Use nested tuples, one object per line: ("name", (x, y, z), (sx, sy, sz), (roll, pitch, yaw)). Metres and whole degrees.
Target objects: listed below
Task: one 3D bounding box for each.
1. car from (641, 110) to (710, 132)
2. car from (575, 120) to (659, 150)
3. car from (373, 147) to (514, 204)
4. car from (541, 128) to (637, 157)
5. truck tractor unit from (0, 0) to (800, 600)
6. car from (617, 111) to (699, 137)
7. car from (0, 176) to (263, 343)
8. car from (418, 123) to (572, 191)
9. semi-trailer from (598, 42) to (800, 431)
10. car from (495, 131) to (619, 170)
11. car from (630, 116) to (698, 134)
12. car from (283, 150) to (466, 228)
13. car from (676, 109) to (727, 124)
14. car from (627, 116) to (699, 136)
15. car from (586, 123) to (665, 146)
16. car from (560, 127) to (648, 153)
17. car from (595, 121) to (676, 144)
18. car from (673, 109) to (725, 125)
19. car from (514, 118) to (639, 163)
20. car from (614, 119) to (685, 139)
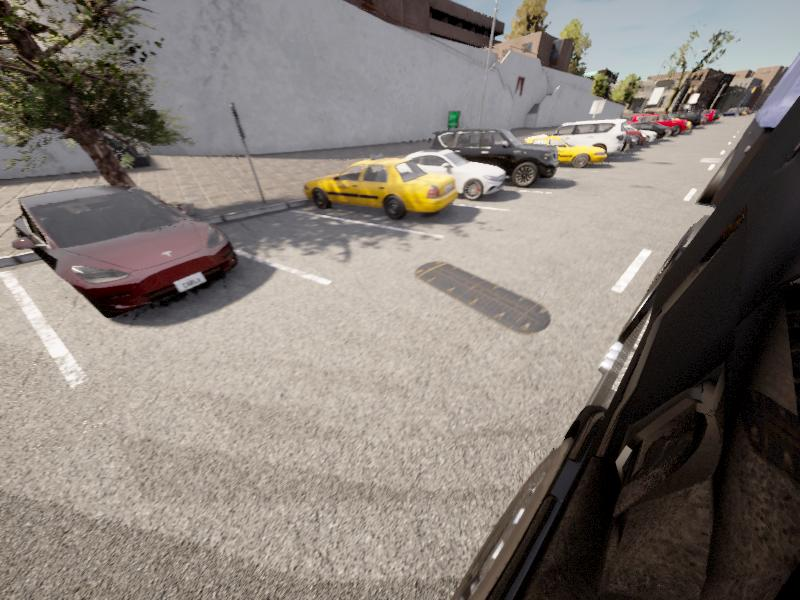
("car", (38.241, -25.046, 32.378), (5.566, 2.045, 2.435), (17, 42, 25))
("car", (17.593, -13.694, 19.191), (4.553, 1.767, 2.185), (17, 41, 25))
("car", (1.540, -4.901, 8.867), (4.674, 1.452, 2.002), (17, 40, 25))
("car", (13.004, -11.074, 16.317), (4.792, 1.488, 2.163), (17, 41, 25))
("truck tractor unit", (2.645, -0.295, 0.351), (6.516, 4.208, 3.053), (-28, 44, -30))
("car", (29.117, -20.045, 26.460), (5.566, 2.045, 2.435), (17, 41, 25))
("car", (-5.326, -1.244, 4.347), (4.792, 1.488, 2.163), (17, 40, 25))
("car", (3.858, -6.351, 10.181), (5.566, 2.045, 2.435), (17, 40, 25))
("semi-trailer", (8.698, -3.600, 4.237), (14.254, 4.402, 2.717), (-28, 44, -30))
("car", (8.595, -8.570, 13.241), (5.366, 1.575, 1.946), (17, 41, 25))
("car", (33.530, -22.397, 29.641), (5.366, 1.575, 1.946), (17, 42, 25))
("car", (-0.920, -3.758, 7.414), (5.366, 1.575, 1.946), (17, 41, 25))
("car", (61.298, -37.400, 47.190), (5.566, 2.045, 2.435), (17, 41, 26))
("car", (31.561, -21.055, 28.011), (5.366, 1.575, 1.946), (17, 41, 25))
("car", (19.922, -14.804, 20.753), (4.674, 1.452, 2.002), (17, 41, 25))
("car", (15.333, -12.305, 17.803), (4.674, 1.452, 2.002), (17, 41, 25))
("car", (22.221, -16.083, 22.195), (5.008, 1.535, 2.097), (17, 42, 25))
("car", (58.930, -36.181, 45.730), (5.566, 2.045, 2.435), (17, 41, 25))
("car", (10.697, -10.059, 14.668), (5.566, 2.045, 2.435), (17, 41, 25))
("car", (26.836, -18.566, 25.152), (4.792, 1.488, 2.163), (17, 41, 25))
